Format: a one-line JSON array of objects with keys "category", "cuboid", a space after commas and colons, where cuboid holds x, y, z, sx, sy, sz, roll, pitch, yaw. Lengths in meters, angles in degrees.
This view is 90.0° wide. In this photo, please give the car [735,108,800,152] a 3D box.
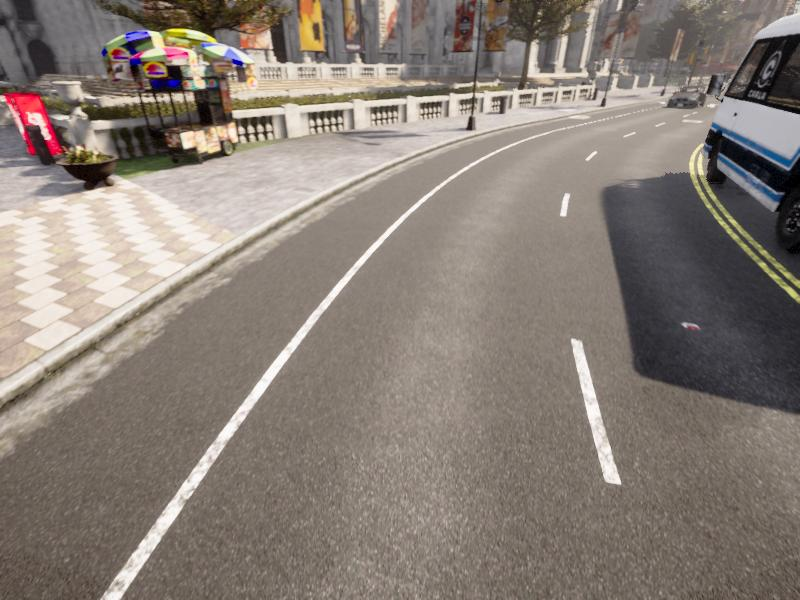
[{"category": "car", "cuboid": [17.201, -7.978, 18.540, 1.895, 1.301, 4.718, 23, 37, 34]}]

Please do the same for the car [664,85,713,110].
[{"category": "car", "cuboid": [25.181, -17.705, 34.896, 2.242, 1.667, 4.611, 26, 39, 36]}]

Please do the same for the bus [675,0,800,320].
[{"category": "bus", "cuboid": [9.426, -3.588, 8.044, 3.944, 4.253, 10.273, 11, 33, 19]}]
